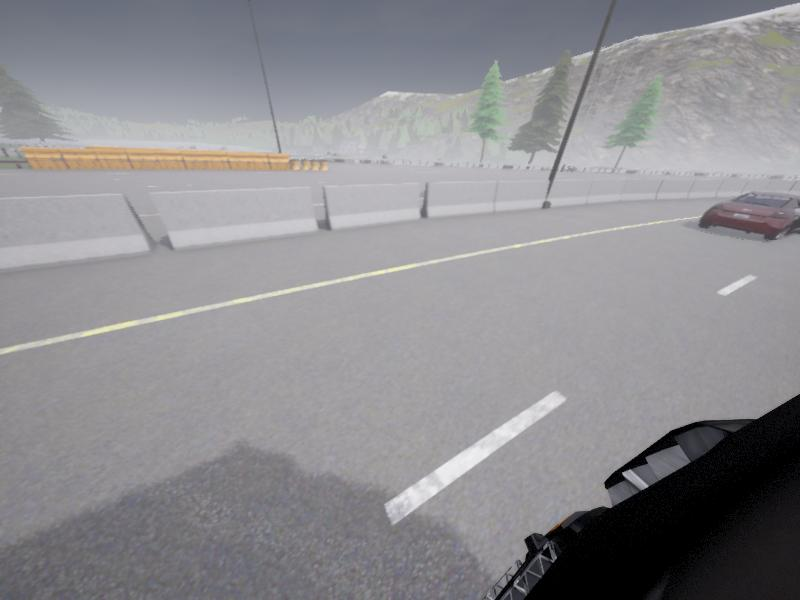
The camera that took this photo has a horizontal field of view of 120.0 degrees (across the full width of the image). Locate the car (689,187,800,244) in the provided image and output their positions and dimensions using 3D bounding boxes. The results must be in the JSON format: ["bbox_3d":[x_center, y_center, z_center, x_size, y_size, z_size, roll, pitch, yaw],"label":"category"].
[{"bbox_3d":[13.812,-3.334,8.742,4.181,1.385,1.994,-11,36,-20],"label":"car"}]
